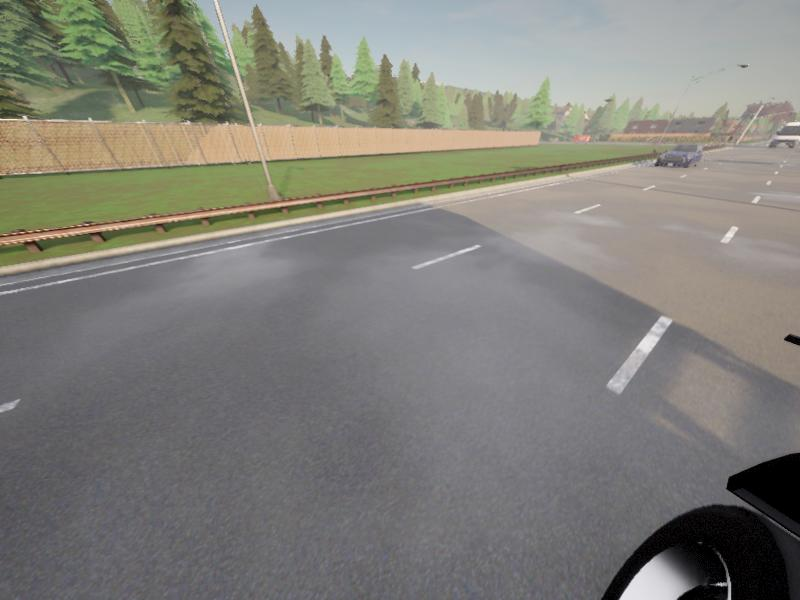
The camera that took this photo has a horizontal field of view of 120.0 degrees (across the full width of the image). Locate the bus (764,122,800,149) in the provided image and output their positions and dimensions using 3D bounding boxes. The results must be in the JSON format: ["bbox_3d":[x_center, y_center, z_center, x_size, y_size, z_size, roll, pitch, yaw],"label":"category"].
[{"bbox_3d":[80.082,-33.646,47.245,10.273,4.253,3.944,-22,41,-28],"label":"bus"}]

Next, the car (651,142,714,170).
[{"bbox_3d":[23.740,-12.196,19.439,4.553,1.767,2.097,-22,41,-28],"label":"car"}]
